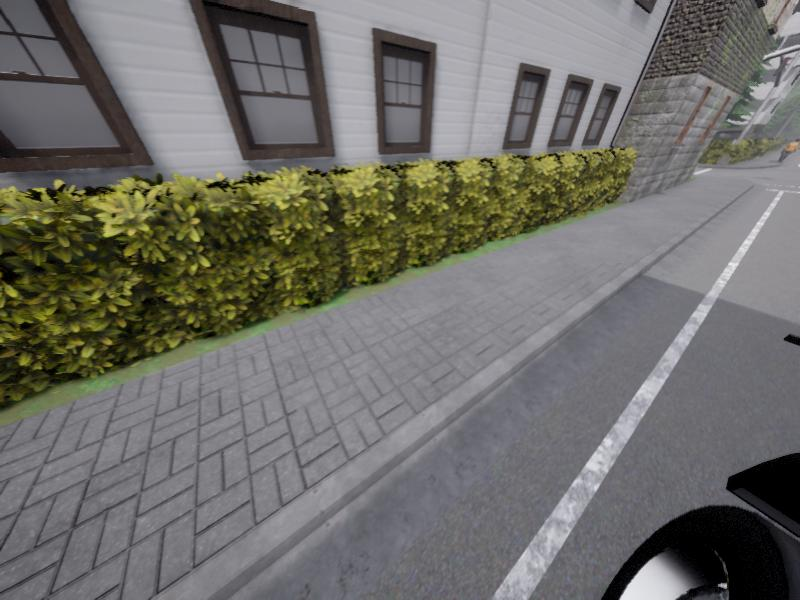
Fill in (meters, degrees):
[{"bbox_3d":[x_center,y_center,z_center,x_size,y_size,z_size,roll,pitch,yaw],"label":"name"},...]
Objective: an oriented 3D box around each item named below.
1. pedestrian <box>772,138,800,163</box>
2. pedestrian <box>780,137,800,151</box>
[{"bbox_3d":[34.756,-13.323,20.636,0.751,1.860,0.751,30,45,35],"label":"pedestrian"},{"bbox_3d":[60.866,-24.344,36.080,0.751,1.860,0.751,-19,39,-25],"label":"pedestrian"}]
